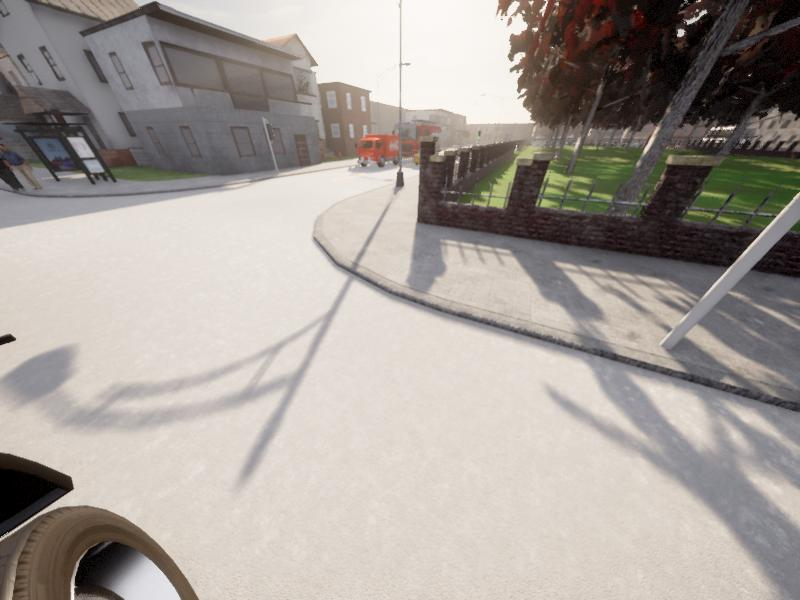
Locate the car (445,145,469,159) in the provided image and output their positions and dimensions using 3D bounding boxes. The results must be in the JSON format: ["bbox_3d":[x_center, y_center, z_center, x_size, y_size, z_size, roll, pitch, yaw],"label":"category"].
[{"bbox_3d":[7.852,-20.135,31.288,2.033,1.411,5.357,13,37,18],"label":"car"}]

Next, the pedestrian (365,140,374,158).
[{"bbox_3d":[-3.686,-18.299,27.991,0.751,1.860,0.751,10,36,14],"label":"pedestrian"}]

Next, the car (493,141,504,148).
[{"bbox_3d":[27.608,-43.532,64.566,1.994,1.385,4.181,16,38,21],"label":"car"}]

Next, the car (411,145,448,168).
[{"bbox_3d":[2.983,-14.065,22.498,1.801,1.575,5.366,16,38,21],"label":"car"}]

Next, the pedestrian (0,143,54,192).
[{"bbox_3d":[-17.303,-6.052,10.556,0.751,1.860,0.751,-25,42,-31],"label":"pedestrian"}]

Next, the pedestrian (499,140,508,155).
[{"bbox_3d":[15.385,-22.648,34.254,0.751,1.860,0.751,9,36,13],"label":"pedestrian"}]

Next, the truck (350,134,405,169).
[{"bbox_3d":[-1.849,-13.932,21.518,2.627,2.467,5.204,16,38,21],"label":"truck"}]

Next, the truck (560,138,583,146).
[{"bbox_3d":[60.679,-56.115,81.913,6.274,2.098,2.390,15,38,21],"label":"truck"}]

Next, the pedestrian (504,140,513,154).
[{"bbox_3d":[16.811,-23.709,35.766,0.751,1.860,0.751,15,38,20],"label":"pedestrian"}]

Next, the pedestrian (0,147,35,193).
[{"bbox_3d":[-17.904,-5.924,10.379,0.751,1.860,0.751,27,43,32],"label":"pedestrian"}]

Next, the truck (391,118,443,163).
[{"bbox_3d":[2.263,-19.075,27.652,2.891,3.827,8.468,16,38,21],"label":"truck"}]

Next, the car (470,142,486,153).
[{"bbox_3d":[13.871,-27.091,41.057,1.845,1.501,3.633,16,38,21],"label":"car"}]

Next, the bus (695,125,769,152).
[{"bbox_3d":[69.037,-33.920,48.619,3.944,4.253,10.273,15,38,21],"label":"bus"}]
